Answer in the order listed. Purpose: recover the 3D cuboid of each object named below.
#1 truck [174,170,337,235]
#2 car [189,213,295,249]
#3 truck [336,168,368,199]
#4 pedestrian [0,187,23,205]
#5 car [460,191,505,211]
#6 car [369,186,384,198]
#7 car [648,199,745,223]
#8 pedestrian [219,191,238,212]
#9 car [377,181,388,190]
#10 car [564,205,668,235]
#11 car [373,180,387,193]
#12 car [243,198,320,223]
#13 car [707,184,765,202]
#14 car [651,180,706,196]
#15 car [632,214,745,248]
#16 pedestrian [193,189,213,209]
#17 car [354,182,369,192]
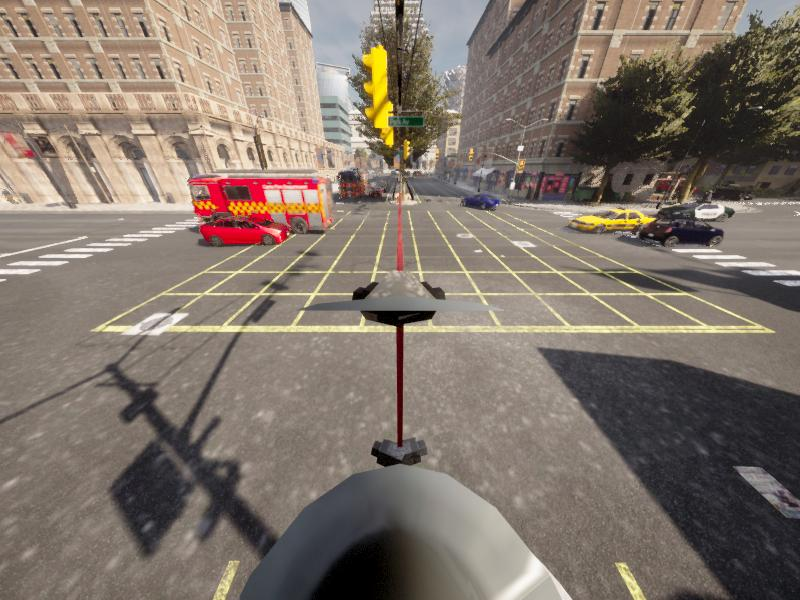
[{"bbox_3d":[-9.123,-6.731,15.838,8.468,3.827,2.891,0,30,0],"label":"truck"},{"bbox_3d":[-9.024,-4.145,13.658,4.514,1.525,2.007,-3,30,-5],"label":"car"},{"bbox_3d":[-7.080,-18.109,35.546,2.891,3.827,8.468,0,30,0],"label":"truck"},{"bbox_3d":[-44.959,-11.953,26.495,0.751,1.860,0.751,-4,30,-7],"label":"pedestrian"},{"bbox_3d":[9.005,-11.038,25.680,1.812,1.442,4.674,-16,34,-24],"label":"car"},{"bbox_3d":[-3.577,-16.711,35.654,1.895,1.301,4.718,0,30,0],"label":"car"},{"bbox_3d":[24.839,-7.549,19.549,4.974,1.542,2.038,0,30,0],"label":"car"},{"bbox_3d":[-17.098,-9.805,23.075,0.751,1.860,0.751,-1,30,-1],"label":"pedestrian"},{"bbox_3d":[-3.540,-23.214,46.736,1.970,1.475,3.806,0,30,0],"label":"car"},{"bbox_3d":[14.870,-5.601,16.125,5.366,1.575,1.801,-3,30,-4],"label":"car"},{"bbox_3d":[-3.558,-20.387,41.522,2.097,1.767,4.553,0,30,0],"label":"car"},{"bbox_3d":[-9.767,-7.532,19.410,5.238,1.638,1.930,0,30,0],"label":"car"},{"bbox_3d":[45.880,-14.781,31.718,1.905,1.878,3.866,2,30,3],"label":"car"},{"bbox_3d":[46.025,-18.776,38.481,2.150,2.045,5.566,0,30,0],"label":"car"},{"bbox_3d":[16.502,-4.020,13.439,3.633,1.501,1.845,0,30,0],"label":"car"},{"bbox_3d":[-20.512,-10.566,24.093,0.751,1.860,0.751,2,30,3],"label":"pedestrian"},{"bbox_3d":[-7.055,-20.928,42.777,1.970,1.475,3.806,0,30,0],"label":"car"}]
